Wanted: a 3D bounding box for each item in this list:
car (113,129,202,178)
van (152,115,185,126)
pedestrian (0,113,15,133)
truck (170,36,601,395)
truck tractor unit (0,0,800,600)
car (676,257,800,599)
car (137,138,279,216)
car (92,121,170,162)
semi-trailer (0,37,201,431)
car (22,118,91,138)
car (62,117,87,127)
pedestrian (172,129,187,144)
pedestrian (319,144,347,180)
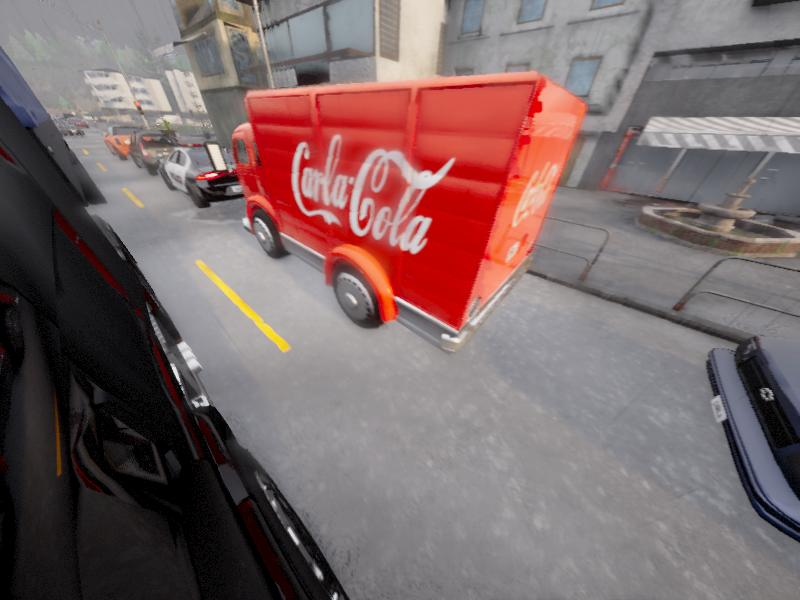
[{"bbox_3d":[-11.752,-7.202,11.201,3.988,1.617,1.851,28,44,30],"label":"car"},{"bbox_3d":[-71.255,-55.465,71.303,2.351,2.431,6.366,28,44,30],"label":"van"},{"bbox_3d":[-42.106,-18.693,24.266,0.751,1.860,0.751,-19,42,-27],"label":"pedestrian"},{"bbox_3d":[-0.669,-1.653,3.745,5.204,2.467,2.627,28,44,30],"label":"truck"},{"bbox_3d":[-2.645,-0.295,0.351,6.516,4.208,3.053,28,44,30],"label":"truck tractor unit"},{"bbox_3d":[4.848,1.727,0.472,5.357,1.411,2.033,28,44,30],"label":"car"},{"bbox_3d":[-6.587,-4.419,7.865,4.974,1.542,2.038,28,44,30],"label":"car"},{"bbox_3d":[-16.789,-9.957,14.415,4.553,1.767,2.097,28,44,30],"label":"car"},{"bbox_3d":[-8.668,-3.621,4.265,14.254,4.402,2.717,29,44,30],"label":"semi-trailer"},{"bbox_3d":[-36.889,-18.535,24.876,4.902,1.511,2.128,12,38,12],"label":"car"},{"bbox_3d":[-60.786,-33.228,43.152,4.181,1.385,1.994,27,43,28],"label":"car"},{"bbox_3d":[-20.856,-15.430,21.837,0.500,1.100,0.500,-8,38,-14],"label":"pedestrian"},{"bbox_3d":[-3.046,-6.302,10.570,0.751,1.300,0.751,27,43,29],"label":"pedestrian"}]
